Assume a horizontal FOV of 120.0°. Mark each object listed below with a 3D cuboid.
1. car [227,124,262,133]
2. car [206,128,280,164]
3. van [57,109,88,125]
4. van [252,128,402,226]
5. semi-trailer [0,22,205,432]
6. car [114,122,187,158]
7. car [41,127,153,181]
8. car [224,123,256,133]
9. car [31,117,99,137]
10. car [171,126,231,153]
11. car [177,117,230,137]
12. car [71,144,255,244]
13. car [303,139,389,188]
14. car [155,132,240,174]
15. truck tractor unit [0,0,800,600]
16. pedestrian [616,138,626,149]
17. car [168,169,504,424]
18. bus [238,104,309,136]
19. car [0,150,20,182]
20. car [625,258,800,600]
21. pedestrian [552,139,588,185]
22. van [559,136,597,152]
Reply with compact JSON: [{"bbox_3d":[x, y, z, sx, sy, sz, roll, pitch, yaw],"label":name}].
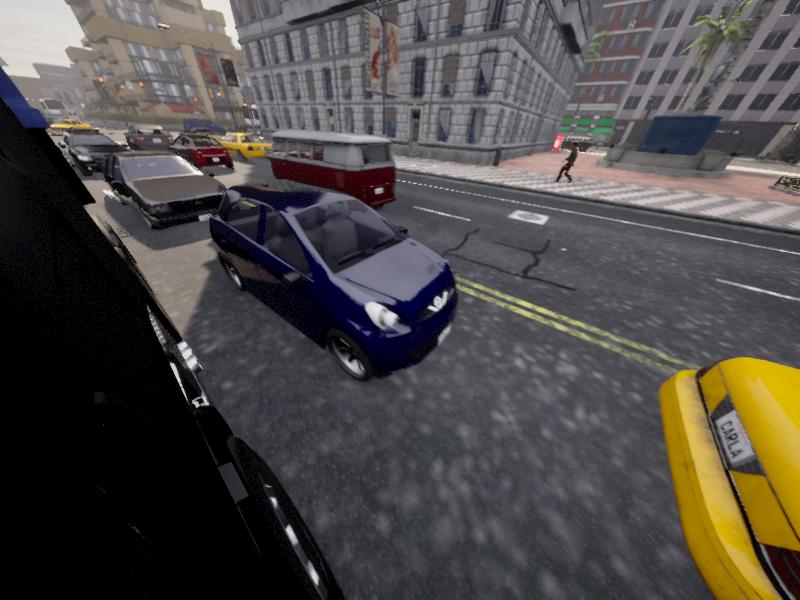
[{"bbox_3d":[-30.897,-34.161,46.044,2.033,1.411,5.357,26,42,27],"label":"car"},{"bbox_3d":[-10.724,-10.569,15.738,5.366,1.575,1.801,26,43,27],"label":"car"},{"bbox_3d":[-68.510,-38.306,48.277,6.366,2.431,2.351,25,42,27],"label":"van"},{"bbox_3d":[-2.285,-4.044,7.232,4.442,1.987,1.775,25,42,28],"label":"van"},{"bbox_3d":[-8.877,-3.481,4.037,14.254,4.402,2.717,26,43,28],"label":"semi-trailer"},{"bbox_3d":[-17.121,-11.019,15.845,4.611,1.667,2.242,28,44,30],"label":"car"},{"bbox_3d":[-13.869,-6.813,10.561,4.974,1.542,2.038,26,42,27],"label":"car"},{"bbox_3d":[-33.261,-35.879,48.110,2.163,1.488,4.792,26,43,27],"label":"car"},{"bbox_3d":[-36.830,-19.297,25.687,1.801,1.575,5.366,-11,39,-18],"label":"car"},{"bbox_3d":[-16.250,-13.169,18.888,4.514,1.525,2.007,25,42,27],"label":"car"},{"bbox_3d":[-27.700,-24.571,32.907,2.150,2.045,5.566,8,36,7],"label":"car"},{"bbox_3d":[-6.651,-3.272,6.422,5.357,1.411,2.033,26,43,28],"label":"car"},{"bbox_3d":[-2.543,-6.618,11.010,3.705,1.549,1.789,26,42,28],"label":"car"},{"bbox_3d":[-10.786,-7.941,12.313,4.193,1.474,1.816,26,42,27],"label":"car"},{"bbox_3d":[-2.645,-0.295,0.351,6.516,4.208,3.053,28,44,30],"label":"truck tractor unit"},{"bbox_3d":[46.751,-33.109,48.960,0.751,1.860,0.751,30,45,31],"label":"pedestrian"},{"bbox_3d":[-0.949,-0.597,3.109,3.633,1.501,1.845,26,43,28],"label":"car"},{"bbox_3d":[-23.086,-33.402,43.151,3.944,4.253,10.273,26,42,27],"label":"bus"},{"bbox_3d":[-16.403,-5.401,8.533,3.633,1.501,1.845,25,42,27],"label":"car"},{"bbox_3d":[4.061,1.798,0.197,5.366,1.575,1.801,26,43,28],"label":"car"},{"bbox_3d":[8.351,-6.793,11.400,0.751,1.860,0.751,24,42,26],"label":"pedestrian"},{"bbox_3d":[31.417,-27.651,40.839,2.069,2.038,4.480,-26,46,-34],"label":"van"}]
